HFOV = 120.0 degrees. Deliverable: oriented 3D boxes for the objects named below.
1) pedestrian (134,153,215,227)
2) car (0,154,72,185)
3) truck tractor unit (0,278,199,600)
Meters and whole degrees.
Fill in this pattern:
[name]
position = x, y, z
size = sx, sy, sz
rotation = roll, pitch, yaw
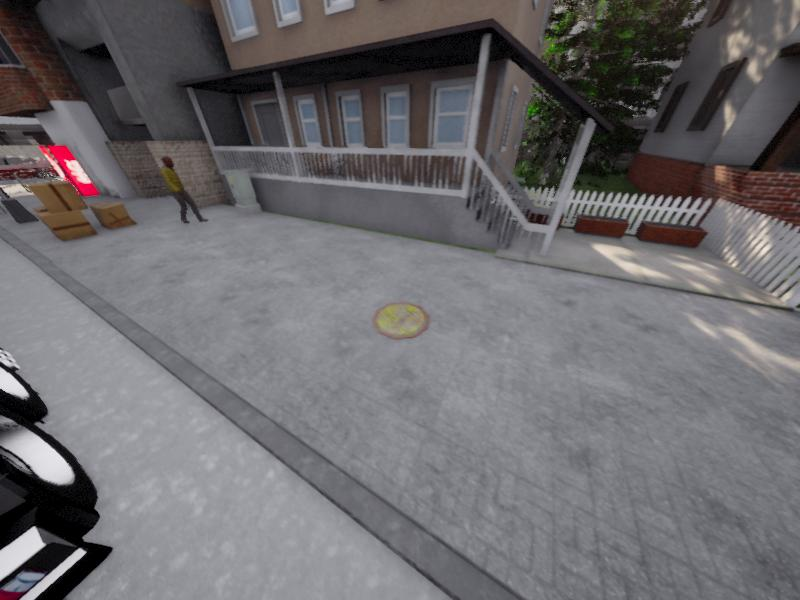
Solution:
[pedestrian]
position = -6.504, -3.221, 6.807
size = 0.751, 1.860, 0.751
rotation = -4, 35, -5
[car]
position = -26.315, -8.630, 15.315
size = 2.163, 1.488, 4.792
rotation = 17, 38, 23
[truck tractor unit]
position = -5.135, -0.277, 0.744
size = 6.516, 4.208, 3.053
rotation = 17, 39, 23
